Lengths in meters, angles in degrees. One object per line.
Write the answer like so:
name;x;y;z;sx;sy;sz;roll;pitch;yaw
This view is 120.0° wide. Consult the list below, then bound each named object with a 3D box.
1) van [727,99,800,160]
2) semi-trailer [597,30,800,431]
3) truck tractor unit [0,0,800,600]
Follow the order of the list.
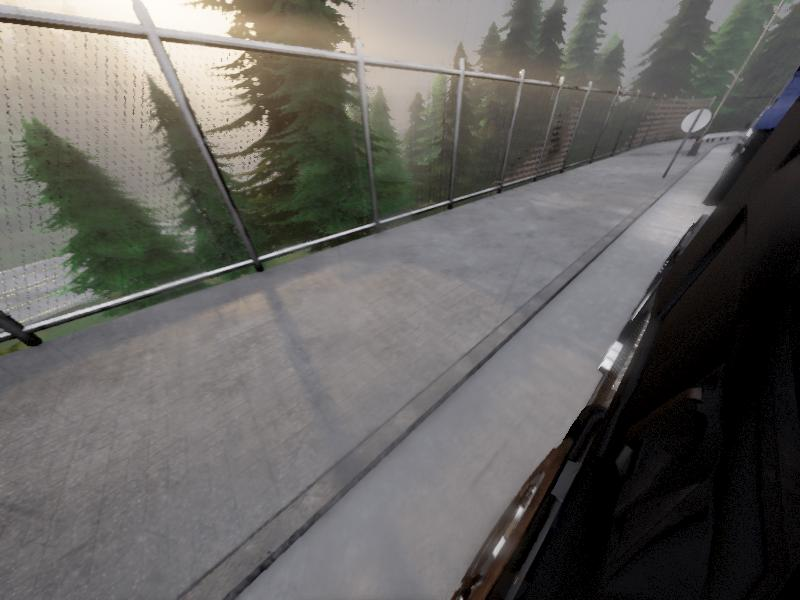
van;22.230;-10.156;13.702;5.915;2.561;1.988;-27;43;-29
semi-trailer;8.749;-3.569;4.180;14.254;4.402;2.717;-27;43;-29
truck tractor unit;2.645;-0.295;0.351;6.516;4.208;3.053;-28;44;-30
